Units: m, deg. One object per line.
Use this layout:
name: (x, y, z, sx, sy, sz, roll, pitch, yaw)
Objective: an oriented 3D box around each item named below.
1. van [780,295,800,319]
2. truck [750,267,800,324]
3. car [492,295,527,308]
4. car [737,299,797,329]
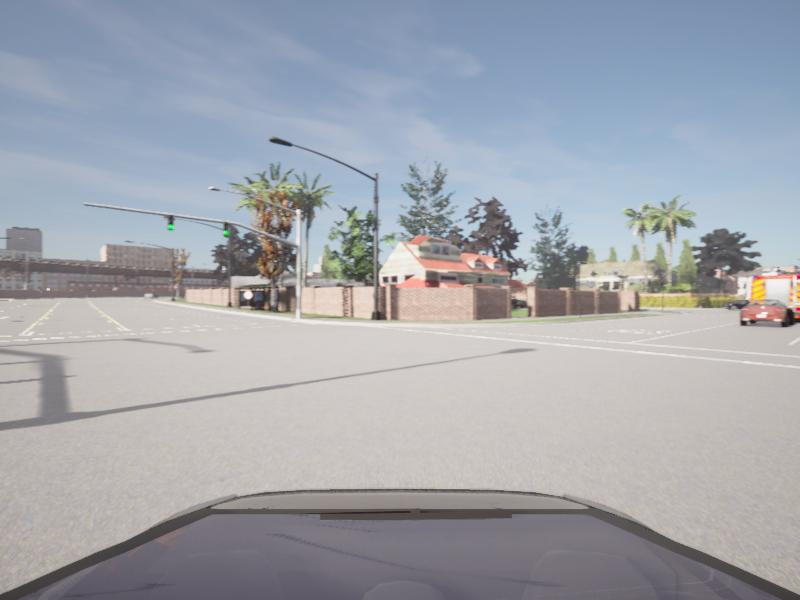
van: (35.823, 0.602, 36.221, 4.442, 1.987, 1.775, 0, 0, -43)
truck: (29.172, -0.319, 30.283, 8.468, 3.827, 2.891, 0, 0, -41)
car: (15.482, 0.223, 56.721, 1.932, 1.855, 4.605, 0, 0, -41)
car: (22.730, 0.781, 24.716, 5.027, 1.651, 2.152, 0, 0, -41)
